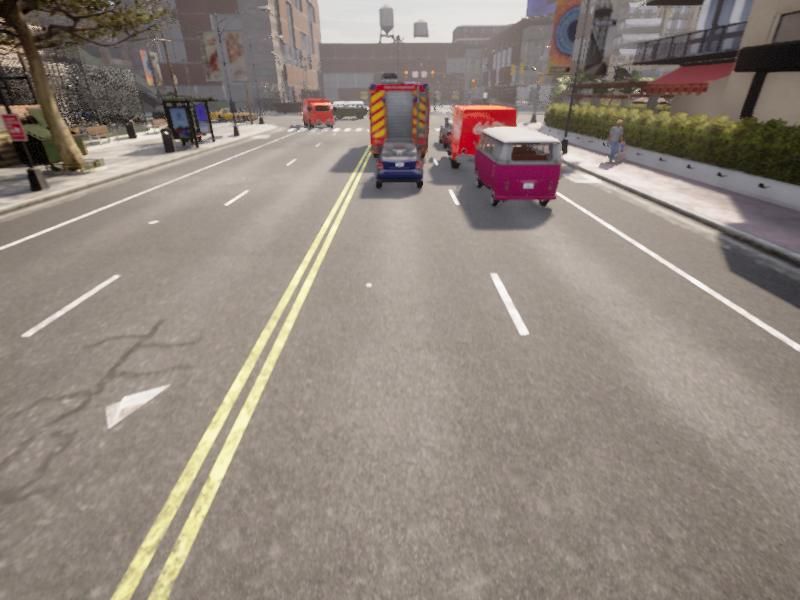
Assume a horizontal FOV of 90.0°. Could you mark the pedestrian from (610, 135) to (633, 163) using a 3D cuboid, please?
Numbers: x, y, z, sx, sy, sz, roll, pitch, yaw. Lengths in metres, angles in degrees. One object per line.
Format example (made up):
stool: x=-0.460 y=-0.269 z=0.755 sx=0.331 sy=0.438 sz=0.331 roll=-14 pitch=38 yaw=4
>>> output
pedestrian: x=9.781 y=-6.670 z=17.684 sx=0.500 sy=1.100 sz=0.500 roll=0 pitch=27 yaw=0

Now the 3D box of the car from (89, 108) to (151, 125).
car: x=-30.527 y=-20.080 z=43.765 sx=5.008 sy=1.535 sz=2.097 roll=0 pitch=27 yaw=0

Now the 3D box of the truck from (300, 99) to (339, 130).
truck: x=-7.593 y=-17.442 z=37.464 sx=2.627 sy=2.467 sz=5.204 roll=-8 pitch=28 yaw=-17

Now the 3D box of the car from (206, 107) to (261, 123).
car: x=-19.120 y=-21.419 z=46.181 sx=5.366 sy=1.575 sz=1.801 roll=0 pitch=28 yaw=1

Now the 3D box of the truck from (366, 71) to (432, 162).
truck: x=-0.039 y=-10.304 z=22.198 sx=2.891 sy=3.827 sz=8.468 roll=0 pitch=27 yaw=0

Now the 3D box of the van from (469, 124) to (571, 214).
van: x=3.477 y=-4.317 z=12.644 sx=1.775 sy=1.987 sz=4.442 roll=0 pitch=27 yaw=0

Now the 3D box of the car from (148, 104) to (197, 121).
car: x=-27.977 y=-23.150 z=49.362 sx=4.553 sy=1.767 sz=2.097 roll=0 pitch=27 yaw=1

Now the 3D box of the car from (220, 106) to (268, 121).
car: x=-19.215 y=-23.028 z=49.351 sx=4.902 sy=1.511 sz=2.128 roll=0 pitch=27 yaw=1

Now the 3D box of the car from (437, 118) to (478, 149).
car: x=3.457 y=-10.390 z=24.871 sx=1.970 sy=1.475 sz=3.806 roll=0 pitch=27 yaw=0

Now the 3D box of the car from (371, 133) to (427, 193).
car: x=-0.026 y=-5.182 z=14.811 sx=1.789 sy=1.549 sz=3.705 roll=0 pitch=28 yaw=0

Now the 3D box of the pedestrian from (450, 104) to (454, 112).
pedestrian: x=8.007 y=-29.381 z=61.357 sx=0.500 sy=1.100 sz=0.500 roll=3 pitch=28 yaw=7

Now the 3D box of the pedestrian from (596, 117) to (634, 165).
pedestrian: x=9.171 y=-6.802 z=17.121 sx=0.751 sy=1.860 sz=0.751 roll=-3 pitch=28 yaw=-5

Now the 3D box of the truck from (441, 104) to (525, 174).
truck: x=3.466 y=-7.444 z=18.127 sx=2.627 sy=2.467 sz=5.204 roll=0 pitch=27 yaw=0

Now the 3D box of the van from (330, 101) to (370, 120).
van: x=-6.087 y=-23.269 z=49.116 sx=4.480 sy=2.038 sz=2.069 roll=0 pitch=27 yaw=1
